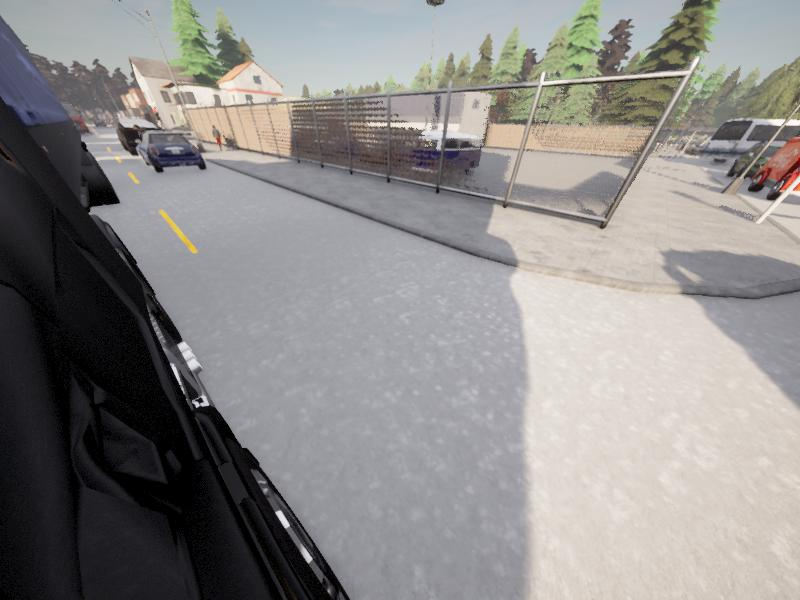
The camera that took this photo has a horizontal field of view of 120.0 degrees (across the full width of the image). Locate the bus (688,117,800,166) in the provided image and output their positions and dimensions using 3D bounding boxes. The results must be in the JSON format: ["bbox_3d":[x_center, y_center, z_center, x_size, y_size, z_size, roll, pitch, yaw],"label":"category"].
[{"bbox_3d":[41.942,-18.255,26.851,10.273,4.253,3.944,-2,35,-4],"label":"bus"}]

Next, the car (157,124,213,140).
[{"bbox_3d":[-29.071,-22.748,31.398,5.238,1.638,1.930,-27,46,-34],"label":"car"}]

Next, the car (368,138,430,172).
[{"bbox_3d":[-0.141,-9.553,15.070,3.705,1.547,1.789,30,45,32],"label":"car"}]

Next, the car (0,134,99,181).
[{"bbox_3d":[-15.899,-6.676,10.626,4.181,1.385,1.994,30,45,32],"label":"car"}]

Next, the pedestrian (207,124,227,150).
[{"bbox_3d":[-16.023,-14.272,20.244,0.751,1.860,0.751,-18,41,-25],"label":"pedestrian"}]

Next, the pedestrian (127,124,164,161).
[{"bbox_3d":[-15.621,-9.695,14.262,0.751,1.860,0.751,-21,43,-28],"label":"pedestrian"}]

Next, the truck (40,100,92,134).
[{"bbox_3d":[-52.518,-28.866,36.584,8.468,3.827,2.891,30,45,32],"label":"truck"}]

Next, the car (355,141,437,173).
[{"bbox_3d":[-0.086,-9.332,14.896,2.033,1.415,5.357,30,45,32],"label":"car"}]

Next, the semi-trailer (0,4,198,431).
[{"bbox_3d":[-8.520,-3.697,4.428,14.254,4.402,2.717,30,45,32],"label":"semi-trailer"}]

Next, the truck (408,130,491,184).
[{"bbox_3d":[2.713,-7.836,12.500,2.069,2.038,4.478,30,45,32],"label":"truck"}]

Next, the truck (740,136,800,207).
[{"bbox_3d":[19.106,-5.897,10.497,2.627,2.467,5.204,30,45,32],"label":"truck"}]

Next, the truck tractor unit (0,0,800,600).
[{"bbox_3d":[-2.645,-0.295,0.352,6.516,4.208,3.053,28,44,30],"label":"truck tractor unit"}]

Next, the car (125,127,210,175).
[{"bbox_3d":[-12.505,-8.137,12.420,4.553,1.767,2.097,30,45,32],"label":"car"}]

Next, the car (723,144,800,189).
[{"bbox_3d":[24.521,-9.067,15.417,2.150,2.045,5.566,30,45,32],"label":"car"}]

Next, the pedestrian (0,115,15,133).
[{"bbox_3d":[-50.428,-22.323,29.296,0.751,1.860,0.751,30,45,32],"label":"pedestrian"}]

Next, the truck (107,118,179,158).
[{"bbox_3d":[-19.310,-12.193,17.280,6.274,2.098,2.390,30,45,32],"label":"truck"}]

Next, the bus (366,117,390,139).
[{"bbox_3d":[-5.773,-44.615,59.917,3.944,4.253,10.273,-10,39,-12],"label":"bus"}]

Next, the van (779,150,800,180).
[{"bbox_3d":[32.180,-10.478,17.313,1.988,2.561,5.915,30,45,32],"label":"van"}]
